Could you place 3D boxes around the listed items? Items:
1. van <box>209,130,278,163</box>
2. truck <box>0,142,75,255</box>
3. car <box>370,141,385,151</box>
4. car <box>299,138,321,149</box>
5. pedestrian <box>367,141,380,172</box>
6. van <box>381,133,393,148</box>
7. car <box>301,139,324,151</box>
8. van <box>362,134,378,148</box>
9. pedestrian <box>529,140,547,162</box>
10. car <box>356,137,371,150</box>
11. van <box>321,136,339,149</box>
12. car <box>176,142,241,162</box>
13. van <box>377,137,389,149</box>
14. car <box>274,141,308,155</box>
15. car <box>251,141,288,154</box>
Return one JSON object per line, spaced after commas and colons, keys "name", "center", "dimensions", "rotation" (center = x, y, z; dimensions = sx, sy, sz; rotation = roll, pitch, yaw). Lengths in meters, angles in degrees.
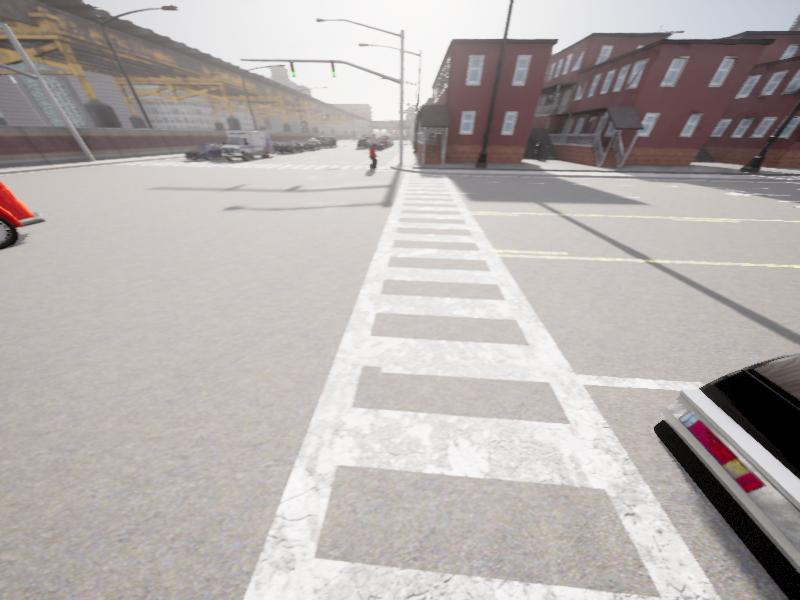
{"name": "van", "center": [-15.637, -15.862, 23.746], "dimensions": [2.351, 2.431, 6.366], "rotation": [2, 36, 2]}
{"name": "truck", "center": [-10.310, -1.375, 3.515], "dimensions": [2.627, 2.467, 5.204], "rotation": [3, 36, 3]}
{"name": "car", "center": [-3.829, -26.994, 40.462], "dimensions": [1.994, 1.385, 4.181], "rotation": [3, 36, 3]}
{"name": "car", "center": [-17.470, -30.569, 44.961], "dimensions": [2.242, 1.667, 4.611], "rotation": [3, 36, 3]}
{"name": "pedestrian", "center": [-1.922, -10.648, 17.139], "dimensions": [0.751, 1.860, 0.751], "rotation": [2, 36, 1]}
{"name": "van", "center": [-2.889, -35.689, 51.648], "dimensions": [1.988, 2.561, 5.915], "rotation": [3, 36, 3]}
{"name": "car", "center": [-14.494, -25.845, 38.551], "dimensions": [1.837, 1.490, 4.892], "rotation": [3, 36, 3]}
{"name": "van", "center": [-6.451, -35.095, 50.848], "dimensions": [2.351, 2.431, 6.366], "rotation": [3, 36, 3]}
{"name": "pedestrian", "center": [13.962, -15.114, 23.405], "dimensions": [0.751, 1.860, 0.751], "rotation": [-10, 37, -14]}
{"name": "car", "center": [-6.984, -30.252, 44.529], "dimensions": [1.932, 1.855, 4.605], "rotation": [3, 36, 3]}
{"name": "van", "center": [-13.876, -31.408, 45.932], "dimensions": [1.775, 1.987, 4.442], "rotation": [3, 35, 3]}
{"name": "car", "center": [-19.223, -15.179, 23.614], "dimensions": [2.033, 1.411, 5.357], "rotation": [3, 36, 3]}
{"name": "van", "center": [-3.342, -31.505, 46.251], "dimensions": [1.775, 1.987, 4.442], "rotation": [2, 36, 3]}
{"name": "car", "center": [-15.008, -21.317, 32.286], "dimensions": [2.033, 1.411, 5.357], "rotation": [3, 36, 3]}
{"name": "car", "center": [-18.457, -21.856, 32.978], "dimensions": [2.033, 1.411, 5.357], "rotation": [3, 36, 3]}
